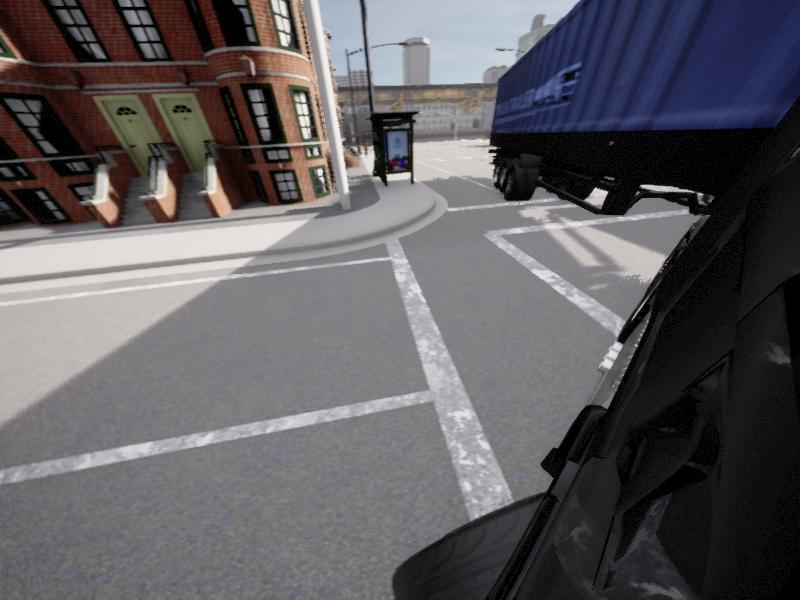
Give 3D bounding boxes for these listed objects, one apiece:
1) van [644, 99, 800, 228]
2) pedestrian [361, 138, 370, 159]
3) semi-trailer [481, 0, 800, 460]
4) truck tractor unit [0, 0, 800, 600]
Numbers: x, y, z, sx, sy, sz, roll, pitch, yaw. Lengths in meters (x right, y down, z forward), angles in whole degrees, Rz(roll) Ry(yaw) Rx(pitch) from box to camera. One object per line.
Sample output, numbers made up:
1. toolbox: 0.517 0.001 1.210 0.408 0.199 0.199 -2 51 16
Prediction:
1. van: 10.325 -3.020 5.086 2.351 2.431 6.366 -8 36 -6
2. pedestrian: -3.733 -16.549 25.264 0.751 1.860 0.751 -6 36 -3
3. semi-trailer: 4.942 -4.658 6.072 2.717 4.402 14.254 3 36 8
4. truck tractor unit: 2.645 -0.295 0.351 6.516 4.208 3.053 -28 44 -30
